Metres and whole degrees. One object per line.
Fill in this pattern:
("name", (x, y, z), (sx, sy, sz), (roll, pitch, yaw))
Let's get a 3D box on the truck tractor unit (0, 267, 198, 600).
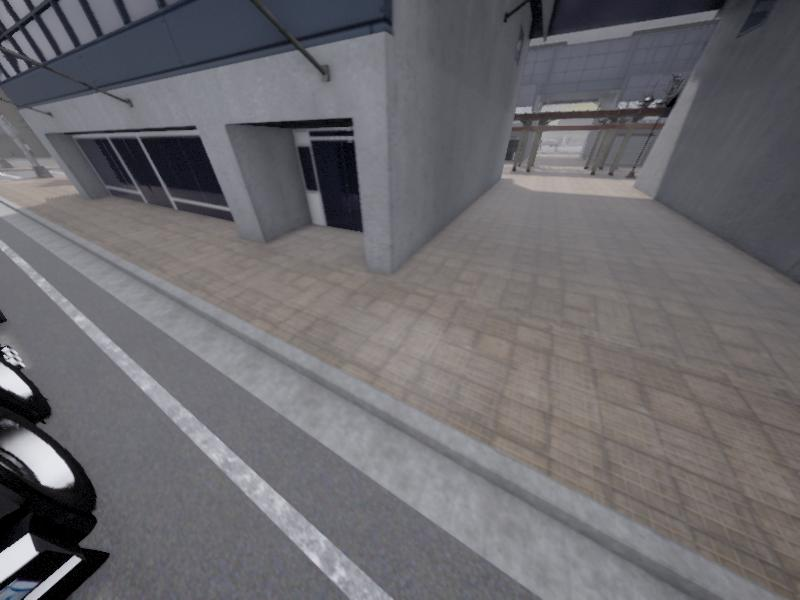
("truck tractor unit", (-5.119, -0.293, 0.768), (6.516, 4.208, 3.053), (18, 39, 24))
